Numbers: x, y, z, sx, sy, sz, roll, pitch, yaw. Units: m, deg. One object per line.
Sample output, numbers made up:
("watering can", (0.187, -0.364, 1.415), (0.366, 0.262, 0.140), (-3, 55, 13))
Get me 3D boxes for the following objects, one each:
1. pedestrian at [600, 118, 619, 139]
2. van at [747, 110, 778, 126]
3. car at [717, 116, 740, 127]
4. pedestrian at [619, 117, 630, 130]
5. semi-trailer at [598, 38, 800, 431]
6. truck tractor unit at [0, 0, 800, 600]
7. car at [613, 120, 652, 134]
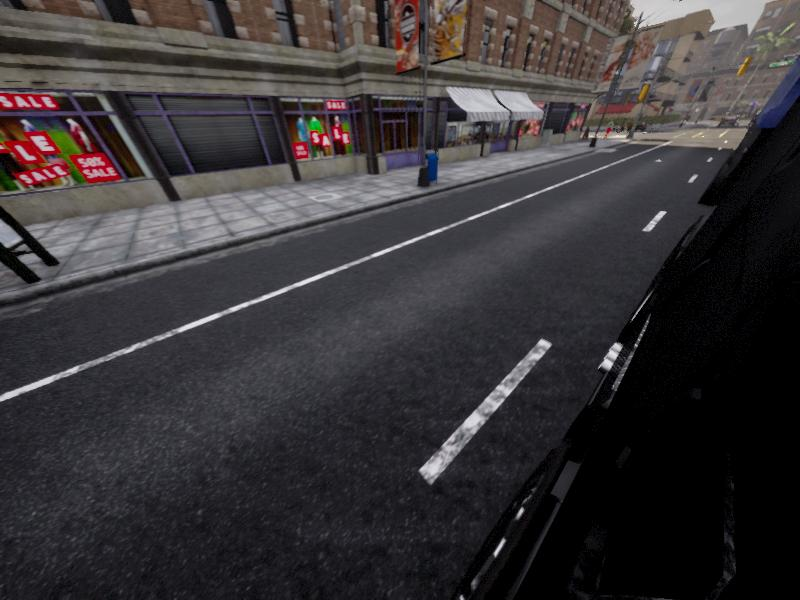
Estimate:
("pedestrian", (23.420, -19.134, 25.849), (0.751, 1.860, 0.751), (-29, 44, -30))
("van", (61.638, -31.020, 39.368), (4.480, 2.038, 2.069), (-28, 44, -30))
("car", (59.863, -32.568, 42.053), (4.674, 1.442, 1.812), (-28, 44, -30))
("pedestrian", (41.737, -32.862, 42.995), (0.751, 1.860, 0.751), (18, 42, 26))
("semi-trailer", (8.708, -3.602, 4.213), (14.254, 4.402, 2.717), (-28, 44, -30))
("truck tractor unit", (2.645, -0.295, 0.351), (6.516, 4.208, 3.053), (-28, 44, -30))
("car", (36.285, -27.065, 36.162), (1.789, 1.549, 3.705), (-28, 44, -30))
